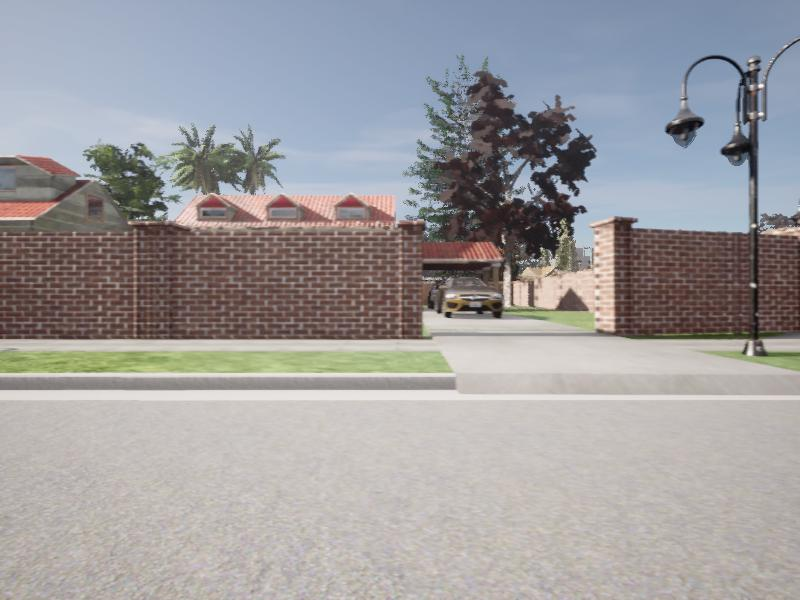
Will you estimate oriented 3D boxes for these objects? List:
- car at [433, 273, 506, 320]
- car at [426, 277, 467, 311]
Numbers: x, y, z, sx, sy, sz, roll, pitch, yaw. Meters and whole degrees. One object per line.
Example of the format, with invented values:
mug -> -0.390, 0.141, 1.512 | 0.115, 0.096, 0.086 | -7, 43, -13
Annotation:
car -> 2.641, -0.130, 16.493 | 2.152, 1.636, 5.027 | 0, 0, 0
car -> 2.673, -0.337, 24.162 | 1.932, 1.855, 4.605 | 0, 0, 0
